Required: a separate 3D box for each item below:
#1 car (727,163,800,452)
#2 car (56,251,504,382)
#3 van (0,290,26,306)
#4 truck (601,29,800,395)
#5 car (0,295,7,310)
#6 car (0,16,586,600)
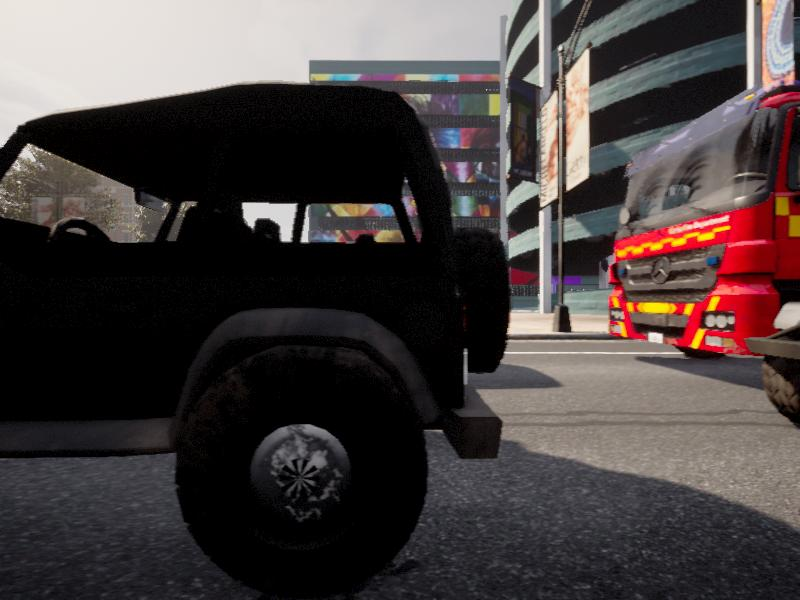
[{"bbox_3d":[4.535,0.046,2.236,3.866,1.878,1.905,0,0,-1],"label":"car"},{"bbox_3d":[-1.441,0.202,5.697,5.366,1.575,1.801,0,0,0],"label":"car"},{"bbox_3d":[-64.138,-0.281,64.346,5.915,2.561,1.988,0,0,-1],"label":"van"},{"bbox_3d":[7.823,-0.920,5.728,8.468,3.827,2.891,0,0,-1],"label":"truck"},{"bbox_3d":[-39.569,0.225,37.495,1.845,1.501,3.633,0,0,0],"label":"car"},{"bbox_3d":[-1.349,0.046,2.208,3.866,1.878,1.905,0,0,-1],"label":"car"}]
